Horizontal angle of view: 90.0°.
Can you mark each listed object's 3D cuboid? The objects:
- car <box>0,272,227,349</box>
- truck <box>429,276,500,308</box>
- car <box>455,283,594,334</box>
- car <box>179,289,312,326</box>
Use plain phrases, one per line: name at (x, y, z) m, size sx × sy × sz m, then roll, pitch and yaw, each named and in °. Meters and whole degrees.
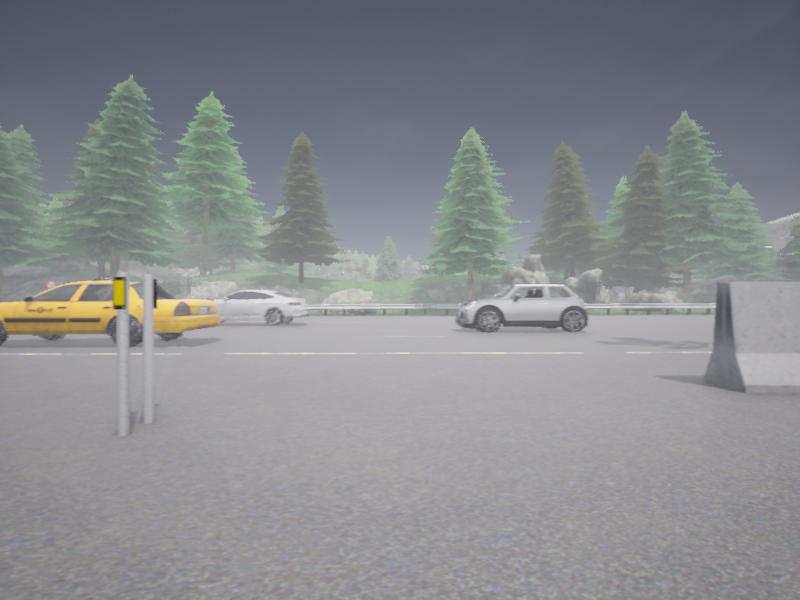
car at (-7.058, 0.221, 9.198) m, size 5.366 × 1.575 × 1.801 m, roll 0°, pitch 0°, yaw 0°
truck at (7.950, -0.941, 49.956) m, size 8.468 × 3.827 × 2.891 m, roll 0°, pitch 0°, yaw 2°
car at (3.770, 0.246, 12.698) m, size 3.806 × 1.475 × 1.970 m, roll 0°, pitch 0°, yaw 0°
car at (-6.108, 0.287, 16.198) m, size 4.674 × 1.442 × 1.812 m, roll 0°, pitch 0°, yaw 0°
